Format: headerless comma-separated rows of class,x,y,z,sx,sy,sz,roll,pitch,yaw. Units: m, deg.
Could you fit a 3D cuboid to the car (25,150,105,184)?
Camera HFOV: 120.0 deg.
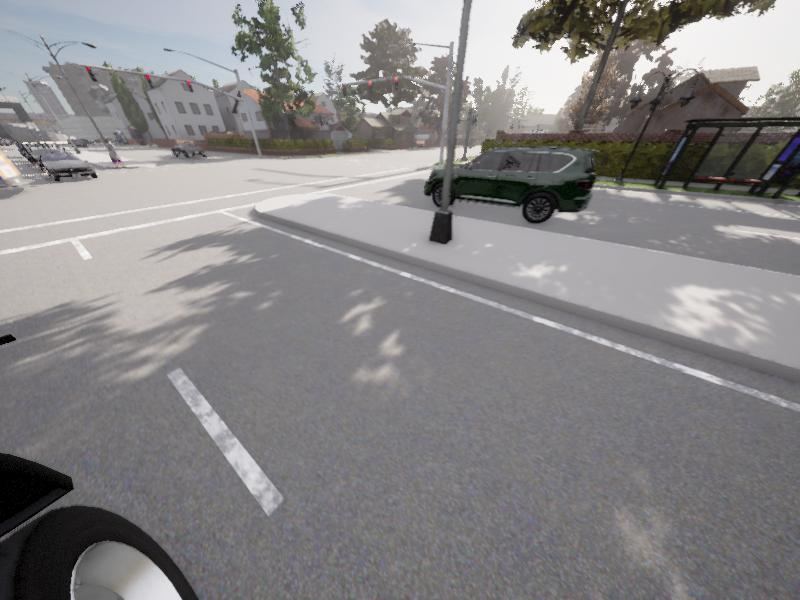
car,-21.284,-8.552,14.662,5.357,1.411,2.033,22,41,28

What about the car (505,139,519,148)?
car,31.629,-44.311,65.206,2.150,2.045,5.566,22,41,27

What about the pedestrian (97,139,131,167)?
pedestrian,-22.917,-11.812,18.562,0.751,1.860,0.751,13,37,17

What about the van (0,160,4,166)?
van,-37.010,-12.758,19.945,4.480,2.038,2.069,22,40,28

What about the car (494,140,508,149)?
car,25.253,-38.911,57.681,1.932,1.855,4.605,22,41,27

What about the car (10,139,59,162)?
car,-38.206,-15.647,24.159,3.866,1.878,1.905,22,41,28

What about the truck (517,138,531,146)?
truck,41.056,-52.265,76.353,2.390,2.098,6.274,22,41,27

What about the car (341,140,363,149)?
car,-9.538,-30.759,45.593,3.806,1.475,1.970,22,41,28

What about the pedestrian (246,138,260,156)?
pedestrian,-19.287,-20.121,30.378,0.751,1.860,0.751,14,38,19

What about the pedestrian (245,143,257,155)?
pedestrian,-20.365,-20.699,31.676,0.751,1.300,0.751,21,40,26

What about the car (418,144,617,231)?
car,3.648,-4.296,8.261,5.566,2.045,2.150,22,41,28

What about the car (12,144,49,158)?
car,-46.358,-18.723,28.973,4.718,1.301,1.895,22,41,28

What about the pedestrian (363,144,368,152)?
pedestrian,-5.758,-25.082,38.198,0.500,1.100,0.500,23,41,29

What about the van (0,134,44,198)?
van,-19.852,-4.972,8.699,6.366,2.431,2.351,-27,43,-33

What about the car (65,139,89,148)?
car,-71.894,-34.886,51.403,4.856,1.649,2.033,22,41,28

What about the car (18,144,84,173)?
car,-27.213,-11.092,18.003,5.238,1.638,1.930,22,40,27

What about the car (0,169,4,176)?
car,-27.447,-8.409,14.433,4.181,1.385,1.994,26,43,32

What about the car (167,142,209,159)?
car,-26.854,-19.004,29.245,5.027,1.651,2.152,22,41,28

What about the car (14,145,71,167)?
car,-32.983,-13.354,21.303,4.792,1.488,2.163,22,41,28
